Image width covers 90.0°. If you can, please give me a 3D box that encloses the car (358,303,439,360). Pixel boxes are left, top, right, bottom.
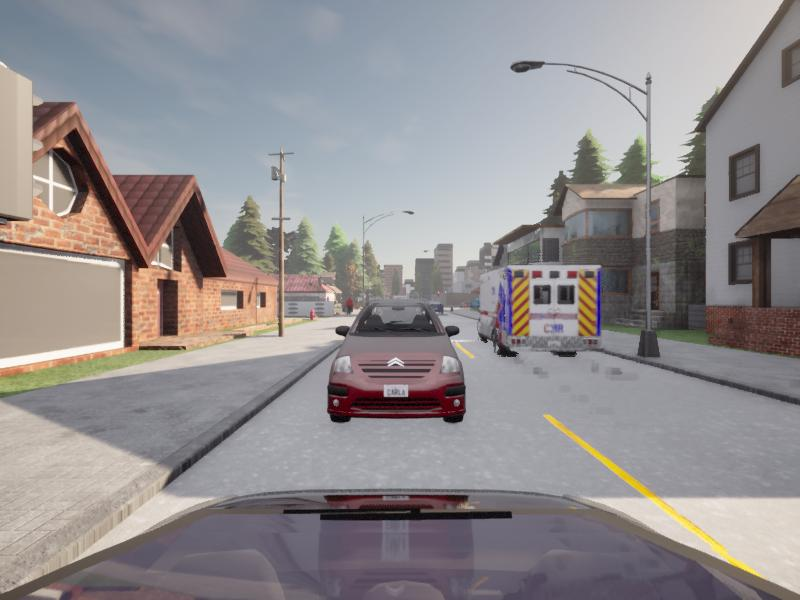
[{"bbox_3d":[-0.035,0.851,13.090,2.163,1.488,4.792,0,0,0],"label":"car"}]

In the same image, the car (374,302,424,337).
[{"bbox_3d":[-0.034,0.851,19.556,2.163,1.488,4.792,0,0,0],"label":"car"}]

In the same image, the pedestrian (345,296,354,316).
[{"bbox_3d":[-4.797,0.533,38.043,0.751,1.860,0.751,0,0,2],"label":"pedestrian"}]

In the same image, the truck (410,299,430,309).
[{"bbox_3d":[4.141,0.759,83.677,2.390,2.098,6.274,0,0,-16],"label":"truck"}]

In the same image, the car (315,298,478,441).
[{"bbox_3d":[-0.037,0.788,6.527,1.851,1.617,3.988,0,0,0],"label":"car"}]

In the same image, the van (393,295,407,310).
[{"bbox_3d":[-0.014,0.392,68.286,2.351,2.431,6.366,0,0,0],"label":"van"}]

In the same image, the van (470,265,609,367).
[{"bbox_3d":[3.856,0.378,12.670,2.351,2.431,6.366,0,0,2],"label":"van"}]

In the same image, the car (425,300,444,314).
[{"bbox_3d":[3.974,0.823,46.959,1.882,1.535,5.008,0,0,0],"label":"car"}]
